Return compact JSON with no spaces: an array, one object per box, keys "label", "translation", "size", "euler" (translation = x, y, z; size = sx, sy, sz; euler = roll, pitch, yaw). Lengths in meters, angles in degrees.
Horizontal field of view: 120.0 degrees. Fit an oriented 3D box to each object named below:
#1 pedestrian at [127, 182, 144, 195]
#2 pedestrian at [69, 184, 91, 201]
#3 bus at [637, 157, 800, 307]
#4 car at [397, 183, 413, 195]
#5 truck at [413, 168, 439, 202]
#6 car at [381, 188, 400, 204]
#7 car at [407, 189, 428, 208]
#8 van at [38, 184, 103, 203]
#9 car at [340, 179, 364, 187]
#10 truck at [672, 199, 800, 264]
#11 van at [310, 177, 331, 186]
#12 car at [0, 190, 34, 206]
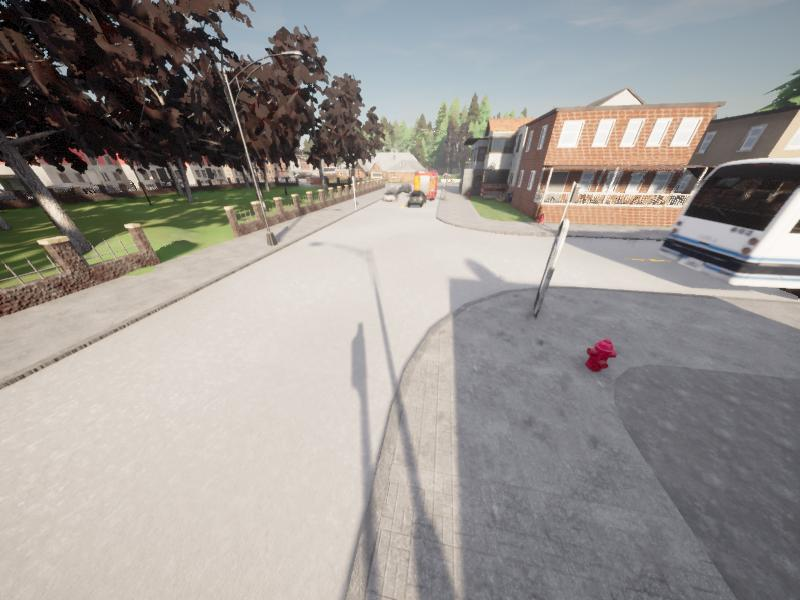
[{"label":"pedestrian","translation":[-40.938,-17.252,35.769],"size":[0.751,1.860,0.751],"euler":[5,30,9]},{"label":"pedestrian","translation":[-42.058,-14.143,30.385],"size":[0.751,1.860,0.751],"euler":[7,31,11]},{"label":"bus","translation":[16.358,-2.376,7.872],"size":[10.273,4.253,3.944],"euler":[4,30,7]},{"label":"car","translation":[0.903,-19.295,40.032],"size":[2.033,1.411,5.357],"euler":[5,30,8]},{"label":"truck","translation":[3.886,-16.817,33.308],"size":[2.891,3.827,8.468],"euler":[5,30,9]},{"label":"car","translation":[-1.162,-13.673,30.155],"size":[1.845,1.501,3.633],"euler":[4,30,7]},{"label":"car","translation":[2.109,-12.005,27.190],"size":[1.851,1.617,3.988],"euler":[7,31,12]},{"label":"van","translation":[-46.435,-15.212,32.759],"size":[2.069,2.038,4.480],"euler":[5,30,9]},{"label":"car","translation":[-11.776,-28.612,56.459],"size":[5.366,1.575,1.801],"euler":[5,30,9]},{"label":"truck","translation":[18.352,-3.461,11.452],"size":[5.204,2.467,2.627],"euler":[4,30,12]},{"label":"van","translation":[-19.855,-29.519,57.584],"size":[4.442,1.987,1.775],"euler":[5,30,9]},{"label":"car","translation":[-51.265,-12.771,29.123],"size":[2.128,1.511,4.902],"euler":[5,30,9]}]
